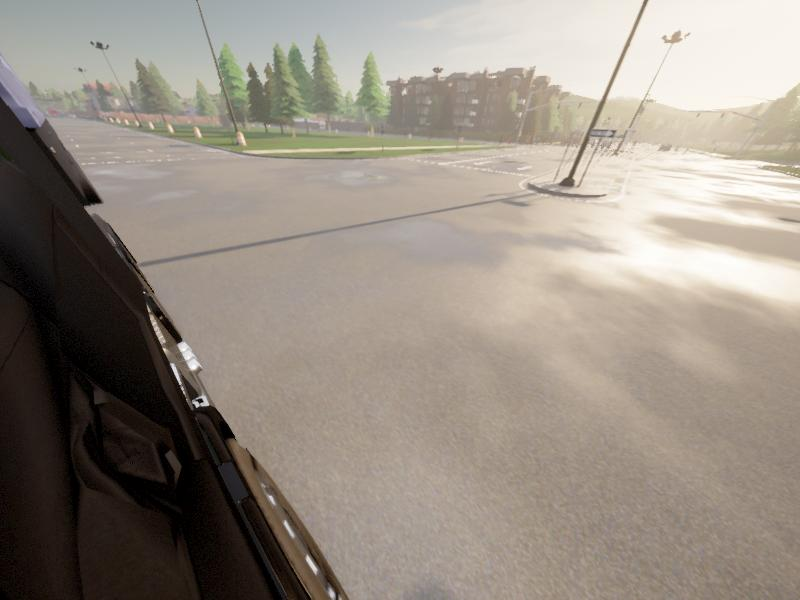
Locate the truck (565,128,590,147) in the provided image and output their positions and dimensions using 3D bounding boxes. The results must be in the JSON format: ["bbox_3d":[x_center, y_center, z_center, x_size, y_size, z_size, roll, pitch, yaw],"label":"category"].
[{"bbox_3d":[47.328,-43.260,61.426,2.891,3.827,8.468,28,43,30],"label":"truck"}]

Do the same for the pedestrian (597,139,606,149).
[{"bbox_3d":[46.005,-35.578,52.666,0.751,1.860,0.751,21,41,23],"label":"pedestrian"}]

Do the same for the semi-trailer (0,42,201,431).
[{"bbox_3d":[-8.694,-3.606,4.232,14.254,4.402,2.717,28,44,30],"label":"semi-trailer"}]

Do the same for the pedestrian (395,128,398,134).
[{"bbox_3d":[-1.303,-61.333,83.820,0.751,1.860,0.751,29,44,31],"label":"pedestrian"}]

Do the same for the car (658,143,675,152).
[{"bbox_3d":[65.979,-37.941,57.347,1.930,1.638,5.238,28,43,30],"label":"car"}]

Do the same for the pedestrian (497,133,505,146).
[{"bbox_3d":[18.598,-29.537,42.550,0.751,1.860,0.751,31,45,32],"label":"pedestrian"}]

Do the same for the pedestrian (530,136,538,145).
[{"bbox_3d":[31.675,-37.732,54.621,0.751,1.860,0.751,31,45,32],"label":"pedestrian"}]

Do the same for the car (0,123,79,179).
[{"bbox_3d":[-16.846,-6.820,10.343,5.027,1.651,2.152,28,44,30],"label":"car"}]

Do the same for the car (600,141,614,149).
[{"bbox_3d":[51.575,-38.729,57.583,1.837,1.490,4.892,28,44,30],"label":"car"}]

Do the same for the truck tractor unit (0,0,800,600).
[{"bbox_3d":[-2.645,-0.295,0.351,6.516,4.208,3.053,28,44,30],"label":"truck tractor unit"}]

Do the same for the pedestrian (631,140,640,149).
[{"bbox_3d":[56.895,-37.668,55.914,0.751,1.860,0.751,27,43,29],"label":"pedestrian"}]

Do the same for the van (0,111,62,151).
[{"bbox_3d":[-26.083,-11.910,16.249,4.442,1.987,1.775,28,44,30],"label":"van"}]
